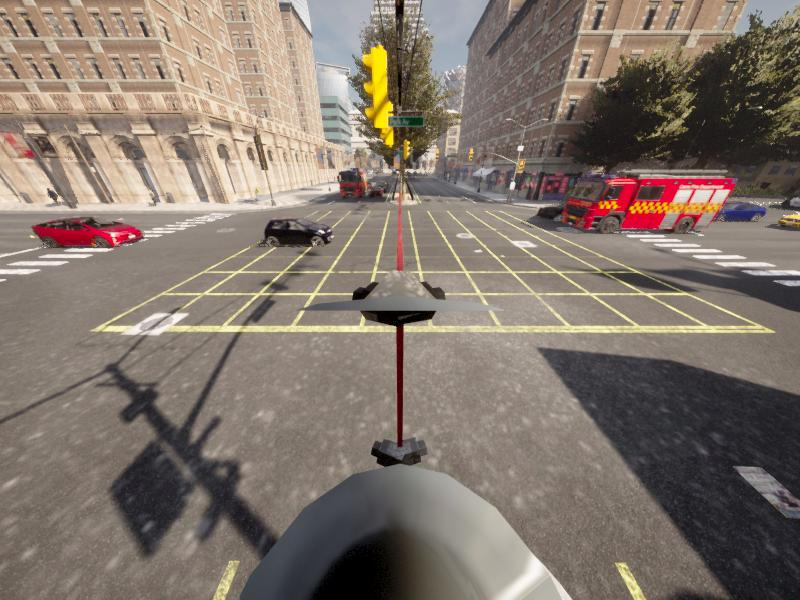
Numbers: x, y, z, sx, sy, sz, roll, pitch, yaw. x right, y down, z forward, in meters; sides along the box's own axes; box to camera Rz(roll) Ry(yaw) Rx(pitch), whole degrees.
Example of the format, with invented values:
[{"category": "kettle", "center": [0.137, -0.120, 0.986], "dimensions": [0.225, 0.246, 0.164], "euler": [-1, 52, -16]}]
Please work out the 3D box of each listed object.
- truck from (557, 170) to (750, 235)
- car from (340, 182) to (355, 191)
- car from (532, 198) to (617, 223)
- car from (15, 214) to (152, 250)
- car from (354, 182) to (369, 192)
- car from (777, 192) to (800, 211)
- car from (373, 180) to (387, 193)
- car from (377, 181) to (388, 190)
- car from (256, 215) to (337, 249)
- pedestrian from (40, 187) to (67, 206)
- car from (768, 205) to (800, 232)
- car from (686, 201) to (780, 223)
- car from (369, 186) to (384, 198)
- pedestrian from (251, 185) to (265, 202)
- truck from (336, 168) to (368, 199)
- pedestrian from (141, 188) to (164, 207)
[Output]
[{"category": "truck", "center": [16.511, -6.768, 15.902], "dimensions": [8.468, 3.827, 2.891], "euler": [0, 30, 0]}, {"category": "car", "center": [-10.295, -22.354, 45.417], "dimensions": [1.895, 1.301, 4.718], "euler": [0, 30, 0]}, {"category": "car", "center": [14.470, -7.565, 19.467], "dimensions": [5.238, 1.638, 1.930], "euler": [0, 30, 0]}, {"category": "car", "center": [-17.932, -3.970, 13.356], "dimensions": [4.514, 1.525, 2.007], "euler": [0, 30, 0]}, {"category": "car", "center": [-7.055, -20.928, 42.777], "dimensions": [1.970, 1.475, 3.806], "euler": [0, 30, 0]}, {"category": "car", "center": [43.016, -10.051, 23.883], "dimensions": [2.038, 1.542, 4.974], "euler": [16, 34, 25]}, {"category": "car", "center": [-3.558, -20.387, 41.522], "dimensions": [2.097, 1.767, 4.553], "euler": [0, 30, 0]}, {"category": "car", "center": [-3.540, -23.214, 46.736], "dimensions": [1.970, 1.475, 3.806], "euler": [0, 30, 0]}, {"category": "car", "center": [-5.813, -3.989, 13.384], "dimensions": [3.633, 1.501, 1.845], "euler": [0, 30, 0]}, {"category": "pedestrian", "center": [-38.526, -11.486, 25.687], "dimensions": [0.751, 1.860, 0.751], "euler": [8, 31, 14]}, {"category": "car", "center": [30.801, -5.814, 16.493], "dimensions": [5.366, 1.575, 1.801], "euler": [0, 30, 0]}, {"category": "car", "center": [27.949, -7.500, 19.552], "dimensions": [4.674, 1.442, 1.812], "euler": [0, 30, 0]}, {"category": "car", "center": [-3.577, -16.711, 35.654], "dimensions": [1.895, 1.301, 4.718], "euler": [0, 30, 0]}, {"category": "pedestrian", "center": [-17.579, -13.207, 28.667], "dimensions": [0.751, 1.860, 0.751], "euler": [1, 30, 1]}, {"category": "truck", "center": [-7.080, -18.109, 35.546], "dimensions": [2.891, 3.827, 8.468], "euler": [0, 30, 0]}, {"category": "pedestrian", "center": [-26.667, -11.036, 24.907], "dimensions": [0.751, 1.860, 0.751], "euler": [4, 30, 7]}]
